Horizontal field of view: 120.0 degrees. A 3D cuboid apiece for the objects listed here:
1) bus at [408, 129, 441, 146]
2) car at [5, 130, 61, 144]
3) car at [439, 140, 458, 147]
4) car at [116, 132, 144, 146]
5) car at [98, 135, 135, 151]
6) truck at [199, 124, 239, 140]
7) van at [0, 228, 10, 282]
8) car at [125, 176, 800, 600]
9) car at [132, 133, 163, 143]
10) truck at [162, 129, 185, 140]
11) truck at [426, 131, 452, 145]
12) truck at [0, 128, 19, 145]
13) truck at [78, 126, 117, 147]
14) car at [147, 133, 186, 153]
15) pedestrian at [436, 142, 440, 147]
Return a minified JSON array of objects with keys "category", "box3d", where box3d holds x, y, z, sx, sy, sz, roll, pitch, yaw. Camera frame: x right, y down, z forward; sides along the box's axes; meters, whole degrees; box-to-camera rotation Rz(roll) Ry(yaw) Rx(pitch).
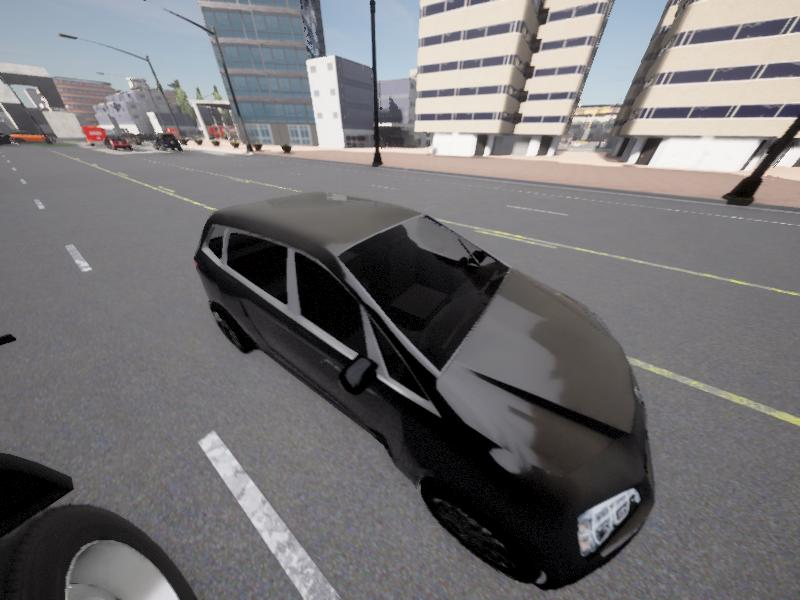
[{"category":"bus","box3d":[8.143,-55.563,78.872,10.273,4.253,3.944,22,41,25]},{"category":"car","box3d":[-60.686,-27.005,38.303,2.097,1.767,4.553,24,41,28]},{"category":"car","box3d":[15.282,-49.024,72.475,5.238,1.638,1.930,22,41,25]},{"category":"car","box3d":[-44.010,-26.259,37.648,4.605,1.855,1.932,28,43,32]},{"category":"car","box3d":[-35.822,-19.857,29.175,3.988,1.617,1.851,23,41,27]},{"category":"truck","box3d":[-56.774,-52.902,72.766,2.891,3.827,8.468,28,44,32]},{"category":"van","box3d":[-9.361,-1.518,4.006,4.442,1.987,1.775,23,41,27]},{"category":"car","box3d":[-0.200,-0.047,2.477,4.611,1.667,2.242,23,41,27]},{"category":"car","box3d":[-55.730,-35.848,51.155,2.152,1.651,5.027,-5,36,-9]},{"category":"truck","box3d":[-61.922,-45.218,63.076,5.204,2.467,2.627,25,42,30]},{"category":"truck","box3d":[13.813,-57.919,82.738,8.468,3.827,2.891,22,41,25]},{"category":"truck","box3d":[-61.684,-23.691,33.384,6.274,2.098,2.390,-26,43,-32]},{"category":"truck","box3d":[-46.847,-25.289,35.726,5.204,2.467,2.627,29,44,32]},{"category":"car","box3d":[-29.206,-19.690,28.879,3.866,1.878,1.905,23,41,27]},{"category":"pedestrian","box3d":[10.737,-43.958,65.255,0.751,1.300,0.751,18,39,22]}]
